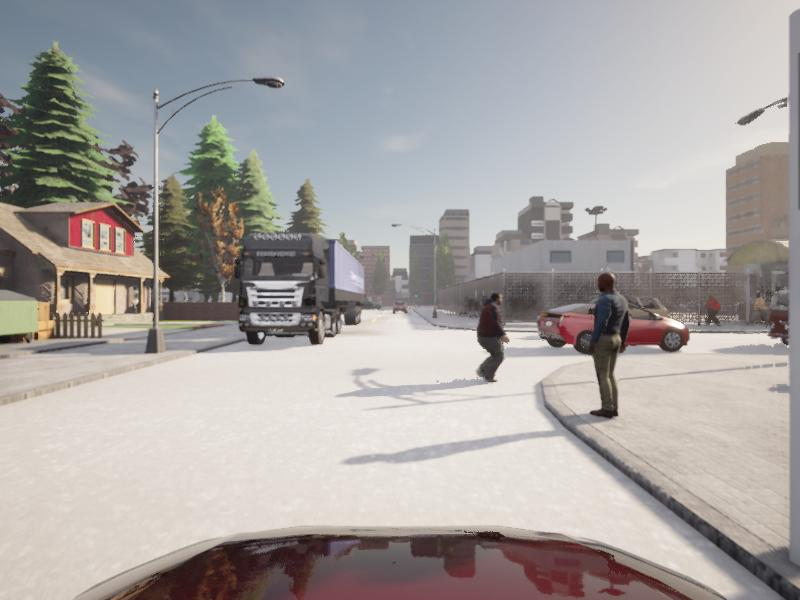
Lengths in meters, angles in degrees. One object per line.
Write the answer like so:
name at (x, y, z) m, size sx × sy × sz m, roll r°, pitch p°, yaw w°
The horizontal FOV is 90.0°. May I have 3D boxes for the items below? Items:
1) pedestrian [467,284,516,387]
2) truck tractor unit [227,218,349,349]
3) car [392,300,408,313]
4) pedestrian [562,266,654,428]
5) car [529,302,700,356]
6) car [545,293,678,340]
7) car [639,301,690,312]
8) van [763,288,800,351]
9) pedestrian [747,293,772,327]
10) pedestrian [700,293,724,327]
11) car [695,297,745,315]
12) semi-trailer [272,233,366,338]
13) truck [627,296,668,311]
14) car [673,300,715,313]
pedestrian at (1.726, 0.640, 7.643) m, size 0.751 × 1.860 × 0.751 m, roll 0°, pitch 0°, yaw -2°
truck tractor unit at (-4.005, -0.511, 16.035) m, size 3.053 × 4.208 × 6.516 m, roll 0°, pitch 0°, yaw 0°
car at (-0.014, 0.806, 50.565) m, size 1.851 × 1.617 × 3.988 m, roll 0°, pitch 0°, yaw 0°
pedestrian at (2.623, 0.536, 5.081) m, size 0.751 × 1.860 × 0.751 m, roll 0°, pitch 0°, yaw -29°
car at (6.742, 0.833, 12.820) m, size 4.514 × 1.525 × 2.007 m, roll 0°, pitch 0°, yaw -9°
car at (8.844, 0.658, 17.024) m, size 4.605 × 1.855 × 1.932 m, roll 0°, pitch 0°, yaw 0°
car at (34.853, 0.836, 52.756) m, size 5.357 × 1.415 × 2.033 m, roll 0°, pitch 0°, yaw 0°
van at (14.840, 0.604, 13.007) m, size 4.442 × 1.987 × 1.775 m, roll 0°, pitch 0°, yaw -1°
pedestrian at (19.968, 0.541, 22.250) m, size 0.751 × 1.860 × 0.751 m, roll 0°, pitch 0°, yaw 8°
pedestrian at (17.450, 0.533, 22.391) m, size 0.751 × 1.860 × 0.751 m, roll 0°, pitch 0°, yaw 0°
car at (34.343, 0.601, 42.960) m, size 3.866 × 1.878 × 1.905 m, roll 0°, pitch 0°, yaw 0°
semi-trailer at (-4.010, -0.609, 23.946) m, size 2.717 × 4.402 × 14.254 m, roll 0°, pitch 0°, yaw 0°
truck at (35.016, 0.526, 56.717) m, size 4.478 × 2.038 × 2.069 m, roll 0°, pitch 0°, yaw 0°
car at (35.268, 0.773, 48.078) m, size 3.633 × 1.501 × 1.845 m, roll 0°, pitch 0°, yaw 0°
